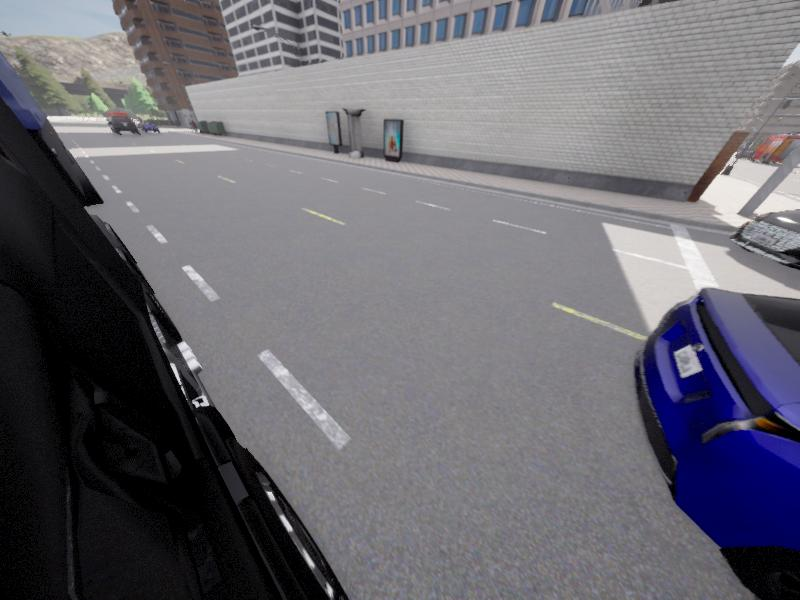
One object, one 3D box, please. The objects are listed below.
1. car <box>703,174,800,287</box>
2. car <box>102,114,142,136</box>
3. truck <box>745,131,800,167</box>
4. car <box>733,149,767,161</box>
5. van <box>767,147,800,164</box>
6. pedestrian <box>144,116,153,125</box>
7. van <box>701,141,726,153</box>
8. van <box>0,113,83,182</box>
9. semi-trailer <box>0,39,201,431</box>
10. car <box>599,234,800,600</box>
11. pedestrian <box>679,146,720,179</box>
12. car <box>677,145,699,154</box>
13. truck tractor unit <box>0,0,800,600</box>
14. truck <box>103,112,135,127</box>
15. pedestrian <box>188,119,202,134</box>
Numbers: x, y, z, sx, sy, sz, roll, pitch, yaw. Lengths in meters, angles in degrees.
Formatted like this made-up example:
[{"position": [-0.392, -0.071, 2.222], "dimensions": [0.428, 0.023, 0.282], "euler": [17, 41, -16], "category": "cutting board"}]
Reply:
[{"position": [10.310, -1.180, 4.554], "dimensions": [4.856, 1.649, 2.033], "euler": [9, 39, 7], "category": "car"}, {"position": [-36.819, -23.179, 30.604], "dimensions": [5.566, 2.045, 2.150], "euler": [28, 44, 30], "category": "car"}, {"position": [55.498, -22.067, 33.623], "dimensions": [2.891, 3.827, 8.468], "euler": [28, 44, 30], "category": "truck"}, {"position": [62.943, -26.221, 41.681], "dimensions": [2.033, 1.411, 5.357], "euler": [28, 44, 30], "category": "car"}, {"position": [64.043, -23.958, 38.199], "dimensions": [2.069, 2.038, 4.480], "euler": [28, 44, 30], "category": "van"}, {"position": [-63.295, -45.059, 58.047], "dimensions": [0.751, 1.860, 0.751], "euler": [28, 44, 30], "category": "pedestrian"}, {"position": [84.533, -41.375, 62.479], "dimensions": [2.351, 2.431, 6.366], "euler": [28, 44, 30], "category": "van"}, {"position": [-15.713, -6.493, 9.643], "dimensions": [4.480, 2.038, 2.069], "euler": [28, 44, 31], "category": "van"}, {"position": [-8.684, -3.620, 4.233], "dimensions": [14.254, 4.402, 2.717], "euler": [28, 43, 30], "category": "semi-trailer"}, {"position": [3.865, 1.348, 0.829], "dimensions": [4.514, 1.525, 2.007], "euler": [26, 42, 27], "category": "car"}, {"position": [20.413, -9.411, 15.794], "dimensions": [0.751, 1.860, 0.751], "euler": [25, 42, 27], "category": "pedestrian"}, {"position": [63.826, -33.349, 51.273], "dimensions": [2.033, 1.411, 5.357], "euler": [28, 44, 30], "category": "car"}, {"position": [-2.645, -0.295, 0.351], "dimensions": [6.516, 4.208, 3.053], "euler": [28, 44, 30], "category": "truck tractor unit"}, {"position": [-60.276, -38.734, 49.560], "dimensions": [5.204, 2.467, 2.627], "euler": [23, 41, 25], "category": "truck"}, {"position": [-31.312, -26.517, 35.282], "dimensions": [0.751, 1.860, 0.751], "euler": [28, 43, 29], "category": "pedestrian"}]
